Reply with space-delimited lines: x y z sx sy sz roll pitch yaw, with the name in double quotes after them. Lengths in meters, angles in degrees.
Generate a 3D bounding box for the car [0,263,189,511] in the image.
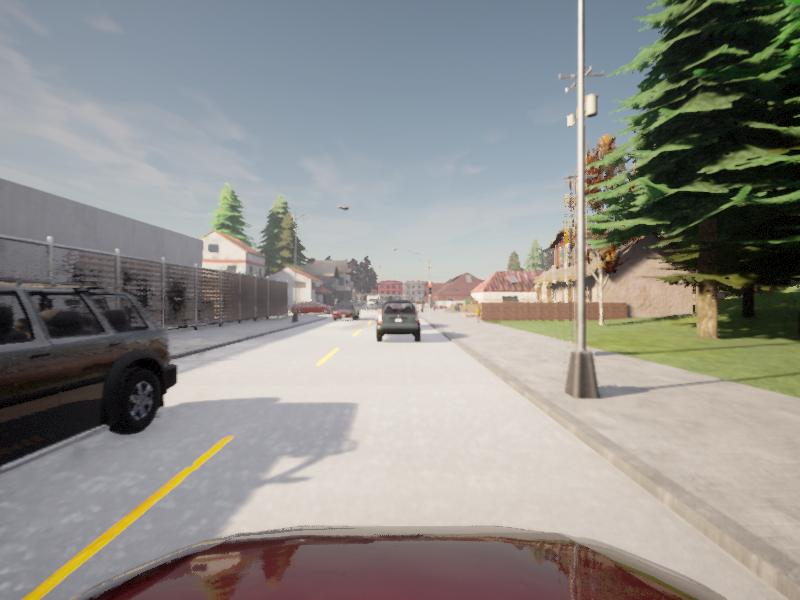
-3.964 0.656 3.402 1.932 1.855 4.605 0 0 0 "car"

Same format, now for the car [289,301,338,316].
-9.025 0.883 42.038 4.674 1.442 1.812 0 0 8 "car"

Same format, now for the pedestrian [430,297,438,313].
3.856 0.548 45.075 0.751 1.860 0.751 0 0 -8 "pedestrian"

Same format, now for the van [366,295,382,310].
-4.387 0.462 67.961 2.351 2.431 6.366 0 0 0 "van"

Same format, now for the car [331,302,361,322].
-4.146 0.864 31.316 1.816 1.474 4.193 0 0 0 "car"

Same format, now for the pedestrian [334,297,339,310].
-9.499 0.553 59.974 0.751 1.860 0.751 0 0 -3 "pedestrian"

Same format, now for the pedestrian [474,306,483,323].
5.057 0.922 25.814 0.500 1.100 0.500 0 0 0 "pedestrian"

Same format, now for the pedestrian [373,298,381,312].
-3.023 0.654 52.732 0.751 1.860 0.751 0 0 17 "pedestrian"

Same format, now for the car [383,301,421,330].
0.033 0.836 23.295 2.007 1.525 4.514 0 0 -2 "car"

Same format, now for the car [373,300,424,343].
-0.062 0.794 16.790 1.851 1.617 3.988 0 0 0 "car"
